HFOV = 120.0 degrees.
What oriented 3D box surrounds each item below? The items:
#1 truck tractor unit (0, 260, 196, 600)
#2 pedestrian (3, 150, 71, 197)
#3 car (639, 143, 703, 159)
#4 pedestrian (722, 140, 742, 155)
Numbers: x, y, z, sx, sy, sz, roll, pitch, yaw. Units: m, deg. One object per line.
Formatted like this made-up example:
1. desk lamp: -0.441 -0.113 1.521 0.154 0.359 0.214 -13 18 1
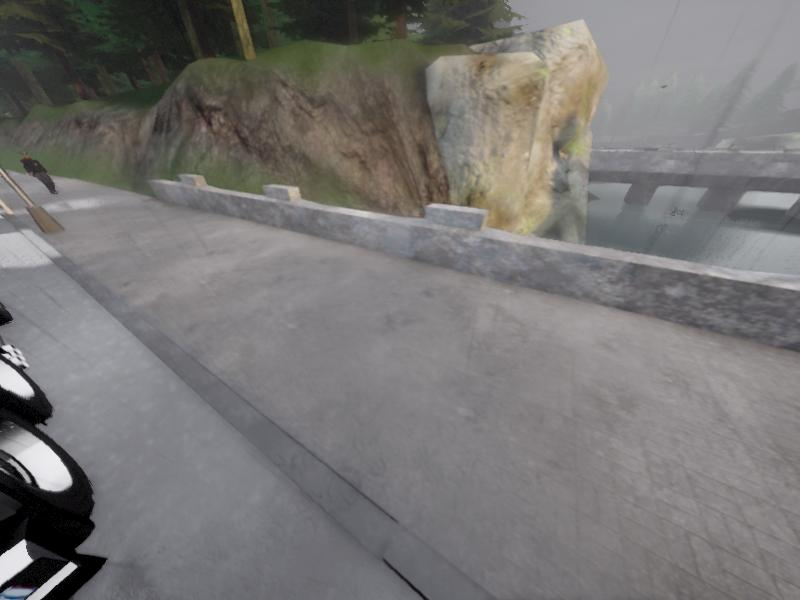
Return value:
1. truck tractor unit: -5.107 -0.304 0.789 6.516 4.208 3.053 19 39 24
2. pedestrian: -16.963 -5.952 10.868 0.751 1.860 0.751 13 37 18
3. car: 37.221 -20.663 31.947 5.238 1.638 1.930 18 39 25
4. pedestrian: 49.532 -22.814 34.511 0.751 1.860 0.751 19 39 26
